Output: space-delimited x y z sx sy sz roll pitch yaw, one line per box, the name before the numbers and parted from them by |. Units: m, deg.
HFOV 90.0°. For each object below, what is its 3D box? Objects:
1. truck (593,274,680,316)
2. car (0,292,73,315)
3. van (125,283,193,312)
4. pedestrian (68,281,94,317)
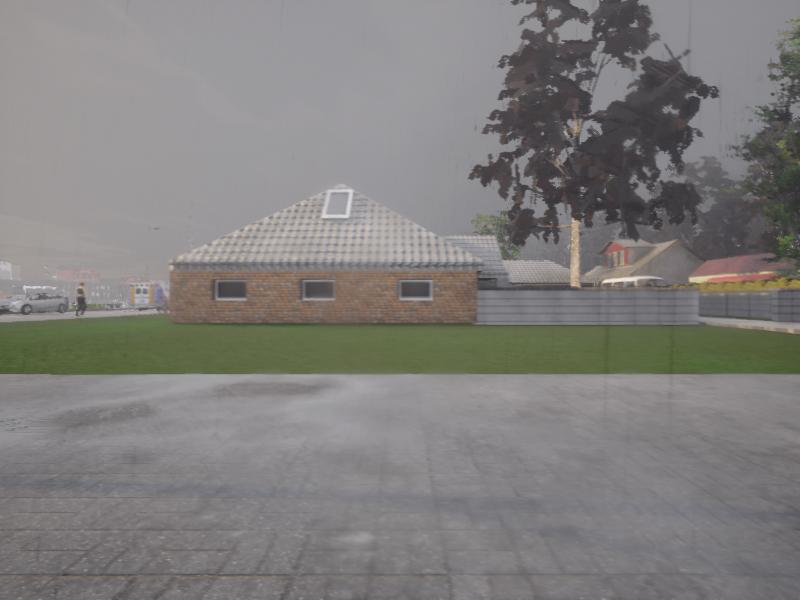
truck | 12.555 -0.223 21.679 2.069 2.038 4.478 0 0 0
car | -25.863 0.232 28.182 2.007 1.525 4.514 0 0 0
van | -21.860 -0.219 36.742 2.351 2.431 6.366 0 0 0
pedestrian | -16.661 -0.064 20.893 0.751 1.860 0.751 0 0 0
